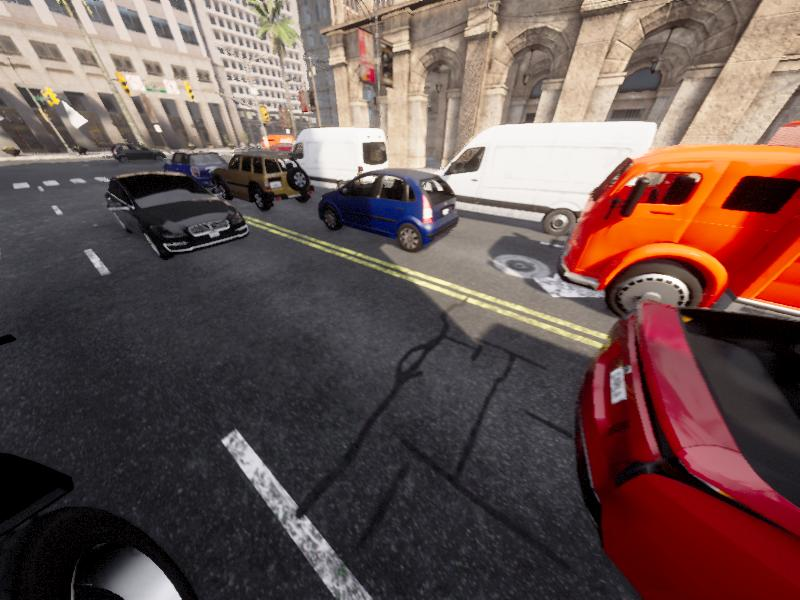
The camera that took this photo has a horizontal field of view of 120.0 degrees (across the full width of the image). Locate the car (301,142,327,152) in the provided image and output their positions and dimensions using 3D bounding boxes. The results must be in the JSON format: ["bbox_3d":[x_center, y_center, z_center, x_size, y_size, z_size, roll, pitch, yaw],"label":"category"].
[{"bbox_3d":[-15.608,-27.988,42.246,1.970,1.475,3.806,23,41,28],"label":"car"}]

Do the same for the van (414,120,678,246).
[{"bbox_3d":[3.507,-3.882,7.246,5.915,2.561,1.988,22,41,28],"label":"van"}]

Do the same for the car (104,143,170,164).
[{"bbox_3d":[-27.164,-15.282,24.007,1.851,1.617,3.988,23,41,28],"label":"car"}]

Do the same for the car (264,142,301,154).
[{"bbox_3d":[-19.233,-25.076,38.082,2.163,1.488,4.792,23,41,28],"label":"car"}]

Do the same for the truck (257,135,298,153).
[{"bbox_3d":[-21.289,-27.297,40.361,2.627,2.467,5.204,22,41,28],"label":"truck"}]

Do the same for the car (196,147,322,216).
[{"bbox_3d":[-5.571,-4.875,9.162,4.605,1.855,1.932,22,41,28],"label":"car"}]

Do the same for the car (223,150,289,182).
[{"bbox_3d":[-9.201,-8.681,14.840,3.633,1.501,1.845,23,41,28],"label":"car"}]

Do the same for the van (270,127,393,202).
[{"bbox_3d":[-3.337,-6.700,11.197,5.915,2.561,1.988,22,41,28],"label":"van"}]

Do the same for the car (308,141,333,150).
[{"bbox_3d":[-17.119,-33.405,49.925,2.163,1.488,4.792,22,41,28],"label":"car"}]

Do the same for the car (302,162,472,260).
[{"bbox_3d":[-0.454,-2.659,6.289,3.988,1.617,1.851,22,41,28],"label":"car"}]

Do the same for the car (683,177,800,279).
[{"bbox_3d":[8.800,-1.294,4.488,3.633,1.501,1.845,22,41,28],"label":"car"}]

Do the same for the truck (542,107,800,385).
[{"bbox_3d":[5.236,-0.670,2.759,5.204,2.467,2.627,22,41,28],"label":"truck"}]

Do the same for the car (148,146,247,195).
[{"bbox_3d":[-10.523,-6.861,12.016,4.553,1.767,2.097,23,41,28],"label":"car"}]

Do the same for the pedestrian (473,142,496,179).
[{"bbox_3d":[5.163,-8.555,14.175,0.751,1.860,0.751,27,43,32],"label":"pedestrian"}]

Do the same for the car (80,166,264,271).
[{"bbox_3d":[-6.016,-2.443,6.041,4.892,1.490,1.837,22,41,29],"label":"car"}]

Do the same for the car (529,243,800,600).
[{"bbox_3d":[3.257,1.374,0.661,4.514,1.525,2.007,22,41,28],"label":"car"}]

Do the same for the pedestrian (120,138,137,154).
[{"bbox_3d":[-38.627,-21.937,32.845,0.751,1.860,0.751,26,43,32],"label":"pedestrian"}]

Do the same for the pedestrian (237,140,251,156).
[{"bbox_3d":[-21.342,-20.816,31.647,0.751,1.860,0.751,22,41,28],"label":"pedestrian"}]

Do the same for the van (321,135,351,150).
[{"bbox_3d":[-13.512,-33.594,49.262,1.988,2.561,5.915,23,41,28],"label":"van"}]

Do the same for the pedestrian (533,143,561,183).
[{"bbox_3d":[8.275,-7.732,13.031,0.751,1.860,0.751,19,39,24],"label":"pedestrian"}]
